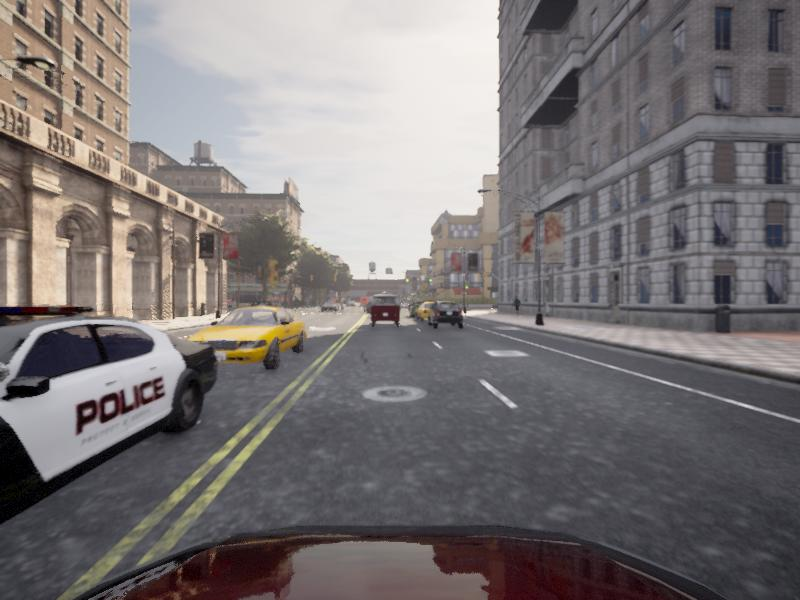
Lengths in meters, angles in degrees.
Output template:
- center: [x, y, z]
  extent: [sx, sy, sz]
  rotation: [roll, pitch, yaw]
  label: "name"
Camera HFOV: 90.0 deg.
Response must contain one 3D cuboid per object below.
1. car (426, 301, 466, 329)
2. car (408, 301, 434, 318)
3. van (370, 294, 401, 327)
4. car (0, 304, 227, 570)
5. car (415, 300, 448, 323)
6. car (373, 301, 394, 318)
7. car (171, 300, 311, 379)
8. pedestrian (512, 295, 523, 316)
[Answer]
- center: [2.641, 0.824, 23.753]
  extent: [1.789, 1.549, 3.705]
  rotation: [0, 0, -3]
  label: "car"
- center: [1.929, 0.844, 37.647]
  extent: [2.007, 1.525, 4.514]
  rotation: [0, 0, -3]
  label: "car"
- center: [-0.950, 0.611, 25.705]
  extent: [1.775, 1.987, 4.442]
  rotation: [0, 0, -3]
  label: "van"
- center: [-3.433, 0.829, 3.328]
  extent: [2.038, 1.542, 4.974]
  rotation: [0, 0, -3]
  label: "car"
- center: [2.310, 0.814, 30.781]
  extent: [1.801, 1.575, 5.366]
  rotation: [0, 0, -3]
  label: "car"
- center: [-1.601, 0.872, 38.092]
  extent: [1.816, 1.474, 4.193]
  rotation: [0, 0, -3]
  label: "car"
- center: [-3.770, 0.811, 10.672]
  extent: [1.801, 1.575, 5.366]
  rotation: [0, 0, -3]
  label: "car"
- center: [10.381, 0.497, 35.456]
  extent: [0.751, 1.860, 0.751]
  rotation: [0, 0, -4]
  label: "pedestrian"
